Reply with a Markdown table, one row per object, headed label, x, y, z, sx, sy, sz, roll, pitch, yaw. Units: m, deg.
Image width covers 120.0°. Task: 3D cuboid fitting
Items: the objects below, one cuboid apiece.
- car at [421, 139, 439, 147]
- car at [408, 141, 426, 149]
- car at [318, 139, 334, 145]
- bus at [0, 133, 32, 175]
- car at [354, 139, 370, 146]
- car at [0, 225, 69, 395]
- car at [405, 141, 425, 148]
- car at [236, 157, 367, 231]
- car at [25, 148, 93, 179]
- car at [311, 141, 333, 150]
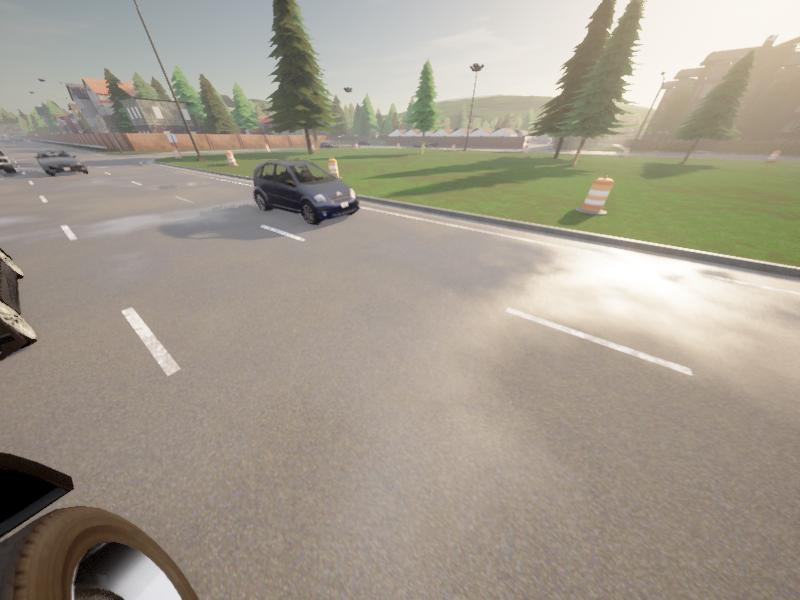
| label | x | y | z | sx | sy | sz | roll | pitch | yaw |
| --- | --- | --- | --- | --- | --- | --- | --- | --- | --- |
| car | 8.520 | -44.921 | 66.110 | 4.605 | 1.855 | 1.932 | 22 | 41 | 28 |
| car | 4.271 | -39.096 | 58.156 | 3.806 | 1.475 | 1.970 | 22 | 41 | 28 |
| car | -25.175 | -53.694 | 78.503 | 5.238 | 1.638 | 1.930 | 22 | 41 | 28 |
| bus | -30.770 | -11.200 | 15.903 | 10.273 | 4.253 | 3.944 | 21 | 40 | 29 |
| car | -12.153 | -50.829 | 74.532 | 4.856 | 1.649 | 2.033 | 22 | 41 | 28 |
| car | -6.585 | -0.135 | 2.779 | 4.902 | 1.511 | 2.128 | 22 | 40 | 28 |
| car | 4.098 | -41.646 | 61.743 | 4.902 | 1.511 | 2.128 | 22 | 41 | 28 |
| car | -3.324 | -3.786 | 7.866 | 3.988 | 1.617 | 1.851 | 22 | 41 | 28 |
| car | -23.466 | -9.477 | 15.901 | 4.193 | 1.474 | 1.816 | 22 | 41 | 28 |
| car | -17.072 | -33.877 | 50.581 | 3.806 | 1.475 | 1.970 | -24 | 42 | -30 |
